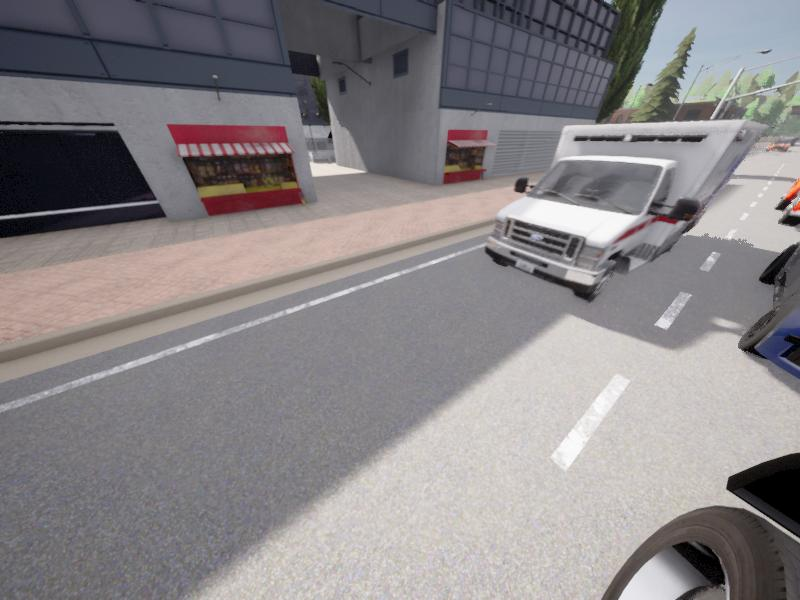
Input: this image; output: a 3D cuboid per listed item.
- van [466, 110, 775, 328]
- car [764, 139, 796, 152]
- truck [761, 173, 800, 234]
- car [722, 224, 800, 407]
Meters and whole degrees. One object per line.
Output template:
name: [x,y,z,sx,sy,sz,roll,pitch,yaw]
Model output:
van: [4.673,-2.200,4.902,6.366,2.431,2.351,-22,41,-28]
car: [64.418,-26.176,39.114,4.553,1.767,2.097,-22,41,-28]
truck: [13.663,-3.403,6.516,5.204,2.467,2.627,-22,41,-28]
car: [6.277,-0.077,2.548,4.611,1.667,2.242,-22,41,-28]
